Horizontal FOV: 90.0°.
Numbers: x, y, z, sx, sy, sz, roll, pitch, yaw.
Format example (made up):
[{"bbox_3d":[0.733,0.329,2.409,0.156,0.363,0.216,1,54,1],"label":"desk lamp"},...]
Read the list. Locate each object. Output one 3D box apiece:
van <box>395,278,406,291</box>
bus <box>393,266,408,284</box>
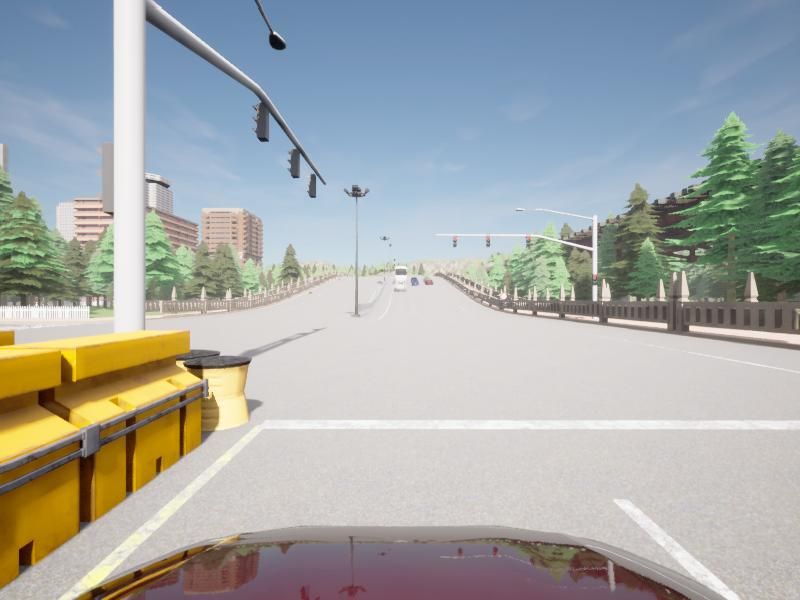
[{"bbox_3d":[0.202,-3.447,87.544,2.351,2.431,6.366,0,7,0],"label":"van"},{"bbox_3d":[0.188,-6.770,106.515,3.944,4.253,10.273,0,7,0],"label":"bus"}]
